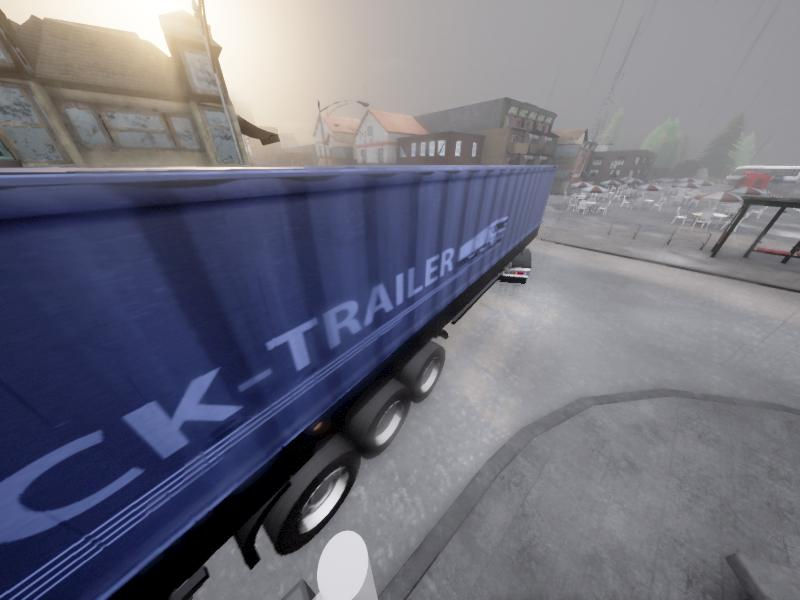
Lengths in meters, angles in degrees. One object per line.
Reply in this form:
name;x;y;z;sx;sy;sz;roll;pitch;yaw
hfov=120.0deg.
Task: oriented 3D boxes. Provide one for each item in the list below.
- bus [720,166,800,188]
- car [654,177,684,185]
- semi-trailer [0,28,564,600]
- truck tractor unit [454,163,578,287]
bus;84.836;-29.108;54.368;3.944;4.253;10.273;-23;37;-34
car;72.574;-32.259;62.440;2.033;1.649;4.856;-23;37;-34
semi-trailer;0.450;-0.864;5.286;2.717;4.402;14.254;22;36;32
truck tractor unit;4.480;-4.071;11.083;3.053;4.208;6.516;5;30;9
